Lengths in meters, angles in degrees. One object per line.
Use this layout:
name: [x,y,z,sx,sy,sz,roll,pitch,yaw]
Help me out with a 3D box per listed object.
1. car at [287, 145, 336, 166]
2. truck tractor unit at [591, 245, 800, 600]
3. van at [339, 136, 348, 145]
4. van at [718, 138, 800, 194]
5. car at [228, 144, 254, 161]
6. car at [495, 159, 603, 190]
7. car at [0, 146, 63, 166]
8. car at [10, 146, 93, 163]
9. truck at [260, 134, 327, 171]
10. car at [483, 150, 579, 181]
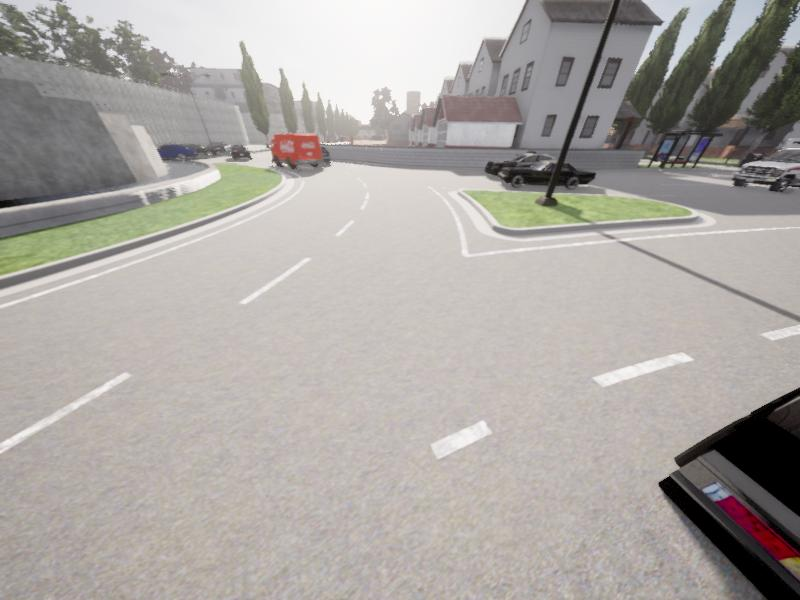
car: [-9.197,-15.040,23.897,4.856,1.649,2.033,23,41,30]
truck tractor unit: [5.295,-0.050,0.426,6.516,4.208,3.053,-9,36,-13]
van: [-20.870,-58.803,85.142,1.988,2.561,5.915,-1,35,-2]
van: [22.667,-7.337,12.596,6.366,2.431,2.351,-1,35,-3]
car: [-19.841,-18.461,28.741,2.038,1.542,4.974,-19,39,-26]
car: [8.276,-7.294,13.350,4.718,1.301,1.895,5,35,6]
car: [-35.618,-13.369,21.364,4.674,1.442,1.812,-24,42,-31]
car: [-36.843,-15.571,24.620,1.895,1.301,4.718,24,41,30]
truck: [-9.272,-12.960,20.188,5.204,2.467,2.627,26,42,32]
car: [8.781,-9.407,16.069,5.238,1.638,1.930,5,35,6]
